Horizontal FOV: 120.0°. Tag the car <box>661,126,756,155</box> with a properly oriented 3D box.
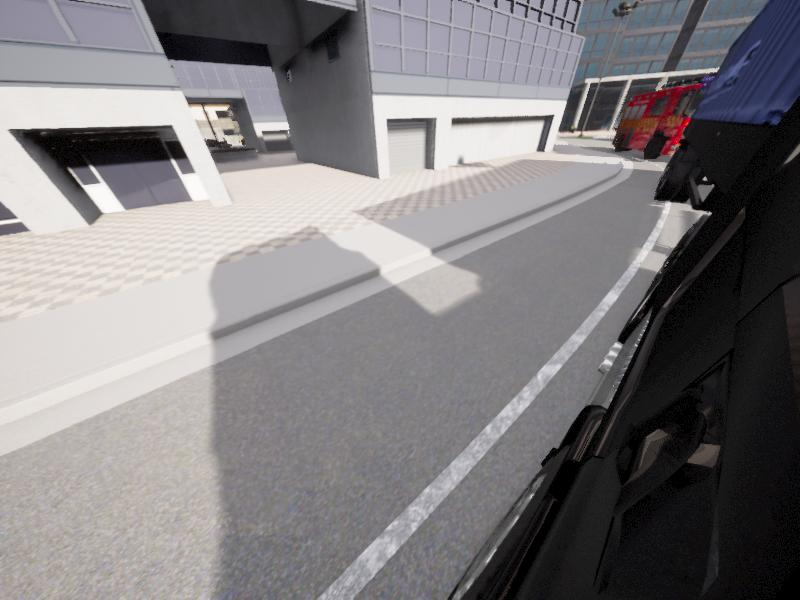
[{"bbox_3d":[21.081,-11.211,16.139,1.994,1.385,4.181,8,38,15],"label":"car"}]

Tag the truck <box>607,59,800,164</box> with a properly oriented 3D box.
[{"bbox_3d":[17.060,-11.301,14.471,2.891,3.827,8.468,10,39,17],"label":"truck"}]

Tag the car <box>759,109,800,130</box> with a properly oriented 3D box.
[{"bbox_3d":[50.794,-22.660,28.958,5.566,2.045,2.150,16,40,23],"label":"car"}]

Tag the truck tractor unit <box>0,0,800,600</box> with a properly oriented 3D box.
[{"bbox_3d":[2.645,-0.295,0.351,6.516,4.208,3.053,-28,44,-30],"label":"truck tractor unit"}]

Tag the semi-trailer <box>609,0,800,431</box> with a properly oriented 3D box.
[{"bbox_3d":[8.167,-3.925,4.684,2.717,4.402,14.254,28,46,34],"label":"semi-trailer"}]
